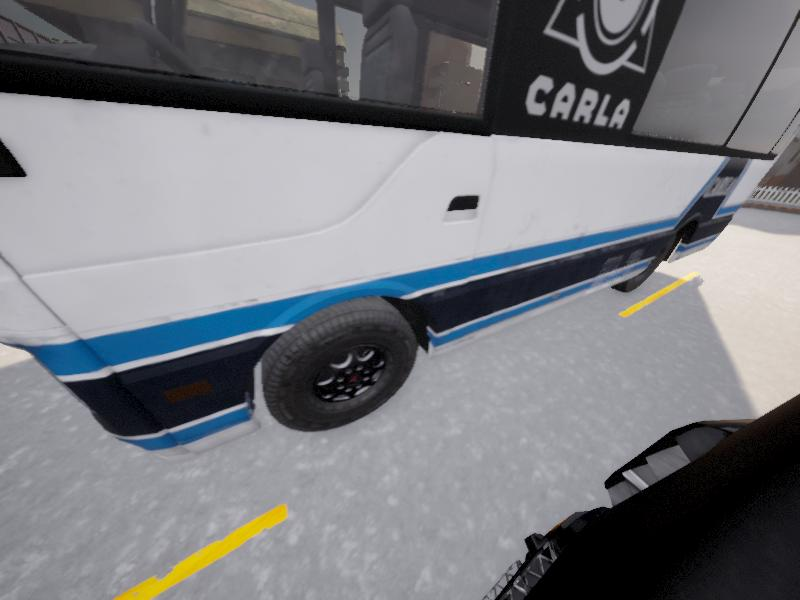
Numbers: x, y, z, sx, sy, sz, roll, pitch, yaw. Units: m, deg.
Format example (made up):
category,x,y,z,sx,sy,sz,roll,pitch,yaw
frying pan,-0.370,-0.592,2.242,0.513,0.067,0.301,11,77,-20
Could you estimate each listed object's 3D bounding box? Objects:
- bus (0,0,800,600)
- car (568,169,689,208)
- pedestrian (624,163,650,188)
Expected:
category,x,y,z,sx,sy,sz,roll,pitch,yaw
bus,2.096,-2.096,3.465,10.273,4.253,3.944,-15,37,-24
car,14.076,-7.277,14.745,2.128,1.511,4.902,-11,36,-20
pedestrian,20.711,-10.923,20.239,0.751,1.860,0.751,-20,40,-30
